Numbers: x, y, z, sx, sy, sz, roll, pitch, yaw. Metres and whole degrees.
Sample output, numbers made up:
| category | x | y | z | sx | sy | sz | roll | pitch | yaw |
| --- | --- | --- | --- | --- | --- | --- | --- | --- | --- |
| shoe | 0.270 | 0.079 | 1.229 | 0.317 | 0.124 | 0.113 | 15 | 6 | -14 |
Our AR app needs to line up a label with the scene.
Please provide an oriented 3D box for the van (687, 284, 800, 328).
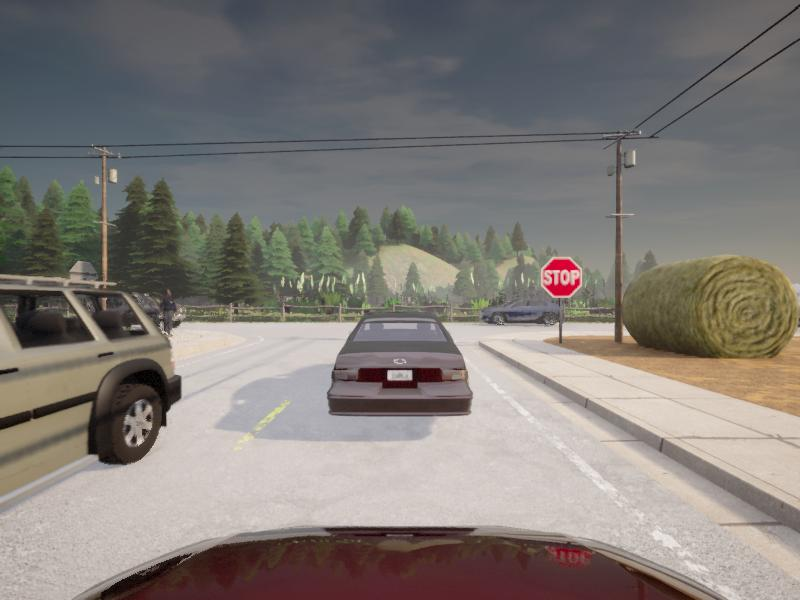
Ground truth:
| category | x | y | z | sx | sy | sz | roll | pitch | yaw |
| --- | --- | --- | --- | --- | --- | --- | --- | --- | --- |
| van | 20.894 | 0.325 | 23.426 | 6.366 | 2.431 | 2.351 | 0 | 0 | 3 |

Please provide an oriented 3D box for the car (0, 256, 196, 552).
| category | x | y | z | sx | sy | sz | roll | pitch | yaw |
| --- | --- | --- | --- | --- | --- | --- | --- | --- | --- |
| car | -3.477 | 0.653 | 2.602 | 1.932 | 1.855 | 4.605 | 0 | 0 | 0 |

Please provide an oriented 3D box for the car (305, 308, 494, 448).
| category | x | y | z | sx | sy | sz | roll | pitch | yaw |
| --- | --- | --- | --- | --- | --- | --- | --- | --- | --- |
| car | -0.001 | 0.889 | 6.985 | 2.033 | 1.411 | 5.357 | 0 | 0 | 0 |

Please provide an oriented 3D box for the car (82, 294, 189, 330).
| category | x | y | z | sx | sy | sz | roll | pitch | yaw |
| --- | --- | --- | --- | --- | --- | --- | --- | --- | --- |
| car | -14.131 | 0.601 | 21.526 | 4.605 | 1.855 | 1.932 | 0 | 0 | 5 |

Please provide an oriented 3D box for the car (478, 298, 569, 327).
| category | x | y | z | sx | sy | sz | roll | pitch | yaw |
| --- | --- | --- | --- | --- | --- | --- | --- | --- | --- |
| car | 7.290 | 0.724 | 24.076 | 4.856 | 1.649 | 2.033 | 0 | 0 | 3 |

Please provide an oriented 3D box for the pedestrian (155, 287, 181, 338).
| category | x | y | z | sx | sy | sz | roll | pitch | yaw |
| --- | --- | --- | --- | --- | --- | --- | --- | --- | --- |
| pedestrian | -8.899 | 0.461 | 15.353 | 0.751 | 1.860 | 0.751 | 0 | 0 | -38 |
